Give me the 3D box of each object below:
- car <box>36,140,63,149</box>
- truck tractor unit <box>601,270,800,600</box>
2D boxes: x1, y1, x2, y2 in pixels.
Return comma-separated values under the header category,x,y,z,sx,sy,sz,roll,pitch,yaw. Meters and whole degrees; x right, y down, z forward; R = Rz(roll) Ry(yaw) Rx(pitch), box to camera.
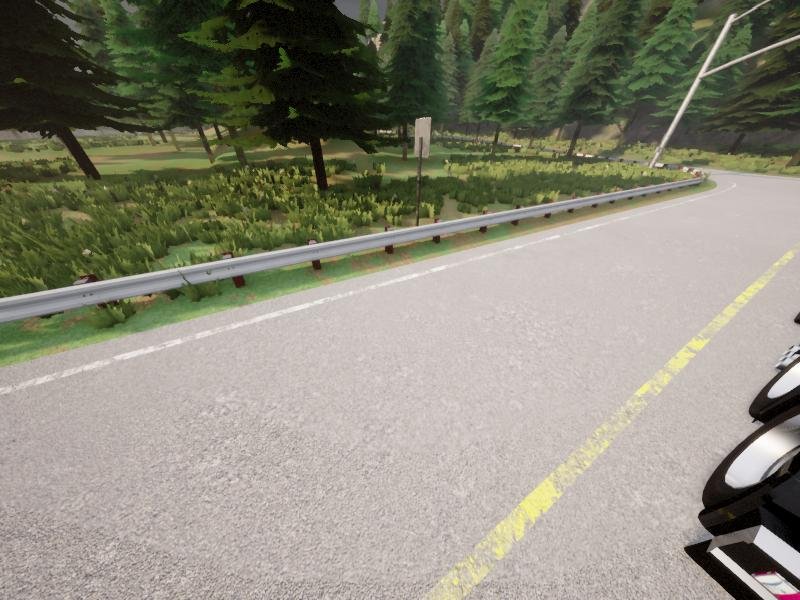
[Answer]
category,x,y,z,sx,sy,sz,roll,pitch,yaw
car,-87.375,-38.853,57.599,3.866,1.878,1.905,9,36,13
truck tractor unit,5.120,-0.292,0.767,6.516,4.208,3.053,-18,39,-24
